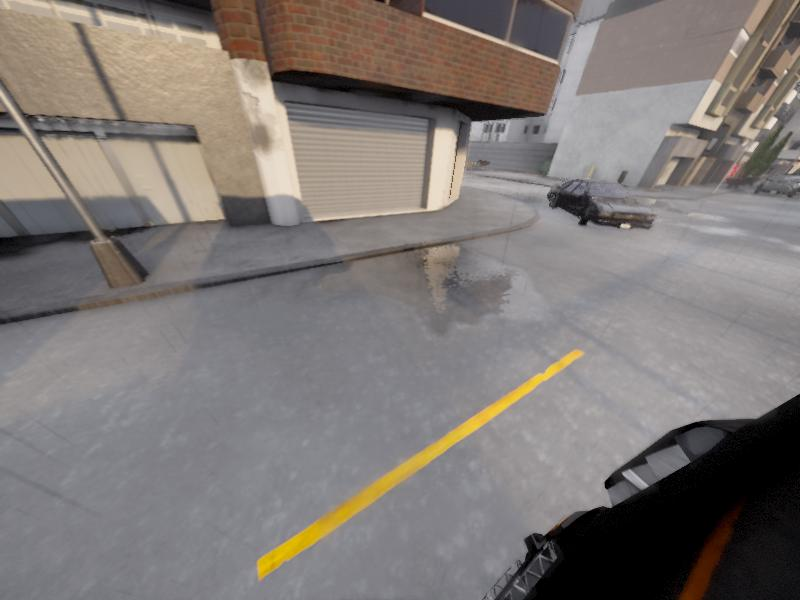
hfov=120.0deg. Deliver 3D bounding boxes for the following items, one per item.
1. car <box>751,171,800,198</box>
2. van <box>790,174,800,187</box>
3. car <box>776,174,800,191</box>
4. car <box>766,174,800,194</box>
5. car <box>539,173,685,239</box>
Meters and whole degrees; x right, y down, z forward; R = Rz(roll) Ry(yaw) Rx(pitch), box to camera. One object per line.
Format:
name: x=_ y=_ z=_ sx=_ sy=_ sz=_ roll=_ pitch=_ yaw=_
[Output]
car: x=34.388 y=-10.407 z=20.709 sx=4.553 sy=1.767 sz=2.097 roll=-16 pitch=38 yaw=-26
van: x=56.515 y=-16.782 z=31.865 sx=4.442 sy=1.987 sz=1.775 roll=-16 pitch=38 yaw=-26
car: x=46.508 y=-13.723 z=26.940 sx=3.806 sy=1.475 sz=1.970 roll=-16 pitch=38 yaw=-26
car: x=40.536 y=-12.069 z=23.886 sx=5.366 sy=1.575 sz=1.801 roll=-16 pitch=38 yaw=-26
car: x=7.998 y=-4.187 z=9.635 sx=2.033 sy=1.411 sz=5.357 roll=8 pitch=34 yaw=7
